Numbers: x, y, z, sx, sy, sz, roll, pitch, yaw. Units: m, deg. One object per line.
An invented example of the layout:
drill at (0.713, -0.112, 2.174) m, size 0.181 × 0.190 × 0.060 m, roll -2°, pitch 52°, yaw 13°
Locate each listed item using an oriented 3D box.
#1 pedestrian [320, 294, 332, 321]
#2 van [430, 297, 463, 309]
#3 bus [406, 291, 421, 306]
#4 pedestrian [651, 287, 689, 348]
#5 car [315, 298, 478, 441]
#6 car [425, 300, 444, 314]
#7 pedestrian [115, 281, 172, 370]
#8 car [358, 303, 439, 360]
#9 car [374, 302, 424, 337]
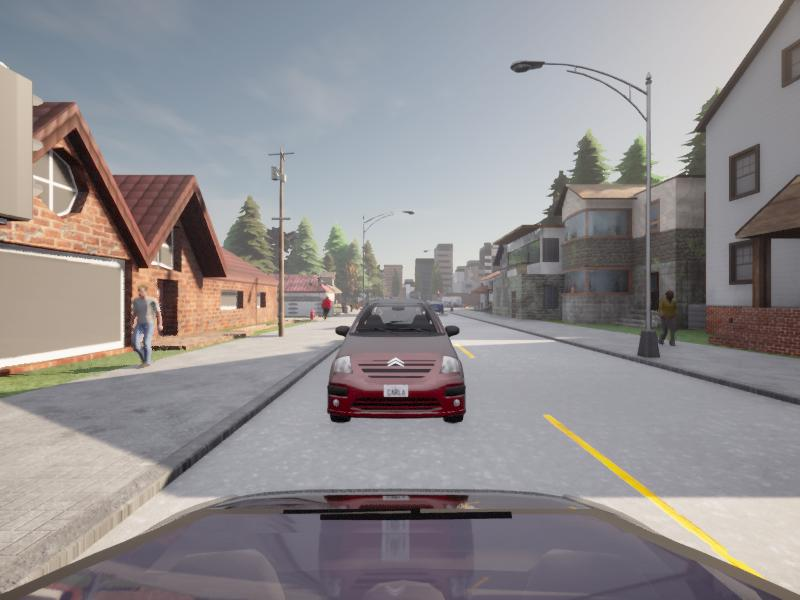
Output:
pedestrian at (-5.157, 0.533, 27.934) m, size 0.751 × 1.860 × 0.751 m, roll 0°, pitch 0°, yaw 0°
van at (9.248, 0.593, 80.221) m, size 6.366 × 2.431 × 2.351 m, roll 0°, pitch 0°, yaw -2°
bus at (3.892, -0.319, 117.778) m, size 3.944 × 4.253 × 10.273 m, roll 0°, pitch 0°, yaw 0°
pedestrian at (8.542, 0.533, 12.682) m, size 0.751 × 1.860 × 0.751 m, roll 0°, pitch 0°, yaw 10°
car at (-0.037, 0.788, 6.528) m, size 1.851 × 1.617 × 3.988 m, roll 0°, pitch 0°, yaw 0°
car at (3.980, 0.823, 46.912) m, size 1.882 × 1.535 × 5.008 m, roll 0°, pitch 0°, yaw 0°
pedestrian at (-5.533, 0.533, 8.679) m, size 0.751 × 1.860 × 0.751 m, roll 0°, pitch 0°, yaw 0°
car at (-0.034, 0.851, 13.091) m, size 2.163 × 1.488 × 4.792 m, roll 0°, pitch 0°, yaw 0°
car at (-0.032, 0.851, 19.557) m, size 2.163 × 1.488 × 4.792 m, roll 0°, pitch 0°, yaw 0°
